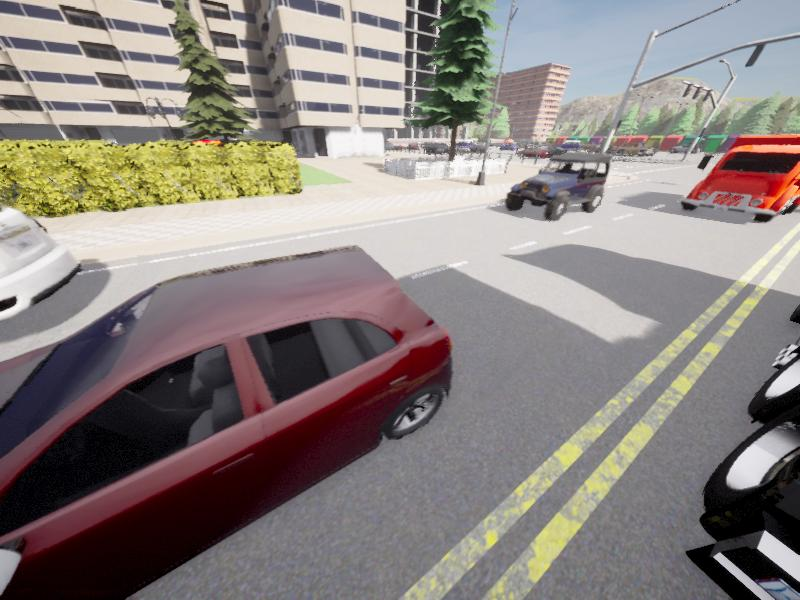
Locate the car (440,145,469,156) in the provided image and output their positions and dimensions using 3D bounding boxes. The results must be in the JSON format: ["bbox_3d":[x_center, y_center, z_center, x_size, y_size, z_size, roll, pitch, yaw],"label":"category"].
[{"bbox_3d":[9.901,-27.540,42.437,2.033,1.411,5.357,-18,39,-24],"label":"car"}]

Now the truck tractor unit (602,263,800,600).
[{"bbox_3d":[5.106,-0.307,0.780,6.516,4.208,3.053,-18,39,-24],"label":"truck tractor unit"}]

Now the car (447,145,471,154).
[{"bbox_3d":[11.570,-29.835,45.835,1.895,1.301,4.718,-18,39,-24],"label":"car"}]

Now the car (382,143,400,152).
[{"bbox_3d":[-2.078,-35.447,53.579,2.038,1.542,4.974,-18,39,-25],"label":"car"}]

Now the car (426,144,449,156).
[{"bbox_3d":[6.601,-26.904,41.310,1.851,1.617,3.988,-18,39,-24],"label":"car"}]

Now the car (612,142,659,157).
[{"bbox_3d":[37.790,-24.268,37.269,1.932,1.855,4.605,-18,39,-24],"label":"car"}]

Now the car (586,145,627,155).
[{"bbox_3d":[39.464,-28.828,44.249,2.033,1.415,5.357,-18,39,-24],"label":"car"}]

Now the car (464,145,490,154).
[{"bbox_3d":[15.315,-30.179,46.231,1.812,1.442,4.674,-18,39,-24],"label":"car"}]

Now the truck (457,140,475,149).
[{"bbox_3d":[18.346,-43.661,64.811,2.069,2.038,4.478,-18,39,-24],"label":"truck"}]

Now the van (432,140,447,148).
[{"bbox_3d":[13.291,-52.044,77.019,4.480,2.038,2.069,-18,39,-25],"label":"van"}]

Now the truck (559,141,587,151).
[{"bbox_3d":[41.460,-37.037,55.483,2.069,2.038,4.478,-18,39,-24],"label":"truck"}]

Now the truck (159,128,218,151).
[{"bbox_3d":[-46.258,-35.375,50.999,8.468,3.827,2.891,-18,39,-24],"label":"truck"}]

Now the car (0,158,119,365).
[{"bbox_3d":[-7.428,0.054,2.075,5.566,2.045,2.150,-18,39,-25],"label":"car"}]

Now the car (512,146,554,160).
[{"bbox_3d":[19.655,-21.925,34.373,2.163,1.488,4.792,-18,39,-24],"label":"car"}]

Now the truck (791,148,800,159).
[{"bbox_3d":[64.973,-23.426,36.035,5.204,2.467,2.627,-17,38,-23],"label":"truck"}]

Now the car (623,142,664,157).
[{"bbox_3d":[40.326,-25.054,38.424,1.905,1.878,3.866,-18,39,-24],"label":"car"}]

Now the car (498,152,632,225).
[{"bbox_3d":[5.941,-4.237,8.485,3.866,1.878,1.905,-18,39,-24],"label":"car"}]

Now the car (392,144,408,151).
[{"bbox_3d":[-0.053,-37.333,56.514,1.895,1.301,4.718,-18,39,-24],"label":"car"}]

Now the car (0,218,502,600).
[{"bbox_3d":[-1.398,0.608,1.779,3.633,1.501,1.845,-18,39,-24],"label":"car"}]

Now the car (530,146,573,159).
[{"bbox_3d":[23.008,-22.617,35.345,1.882,1.535,5.008,-18,39,-24],"label":"car"}]

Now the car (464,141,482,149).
[{"bbox_3d":[20.819,-44.434,66.107,1.932,1.855,4.605,-18,39,-24],"label":"car"}]

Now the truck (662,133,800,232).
[{"bbox_3d":[13.104,-4.502,8.416,5.204,2.467,2.627,-18,39,-24],"label":"truck"}]

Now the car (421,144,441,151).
[{"bbox_3d":[7.577,-37.804,57.167,2.033,1.411,5.357,-18,39,-24],"label":"car"}]

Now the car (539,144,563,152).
[{"bbox_3d":[33.953,-34.299,52.076,1.970,1.475,3.806,-18,39,-24],"label":"car"}]
